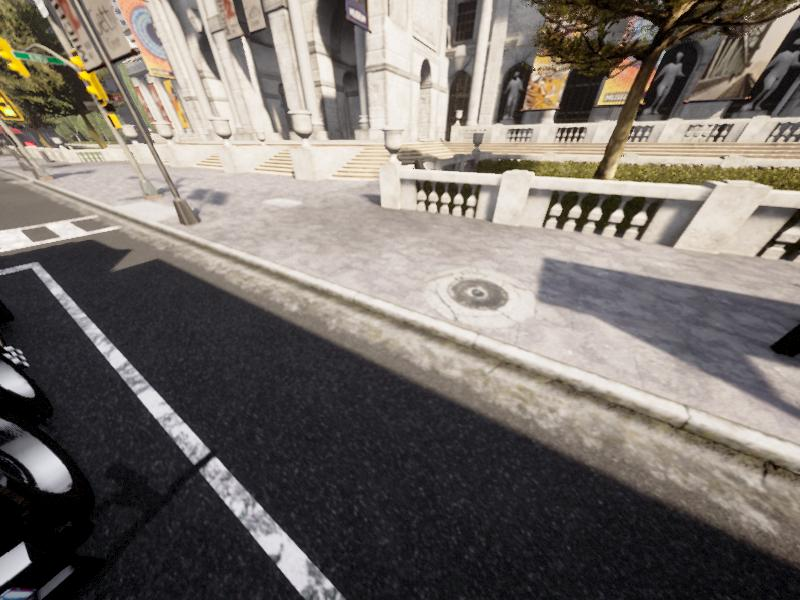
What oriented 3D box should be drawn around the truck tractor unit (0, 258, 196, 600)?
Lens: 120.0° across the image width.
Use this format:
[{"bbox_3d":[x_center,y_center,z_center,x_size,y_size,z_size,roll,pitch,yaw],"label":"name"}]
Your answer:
[{"bbox_3d":[-5.100,-0.311,0.792,6.516,4.208,3.053,19,39,25],"label":"truck tractor unit"}]
